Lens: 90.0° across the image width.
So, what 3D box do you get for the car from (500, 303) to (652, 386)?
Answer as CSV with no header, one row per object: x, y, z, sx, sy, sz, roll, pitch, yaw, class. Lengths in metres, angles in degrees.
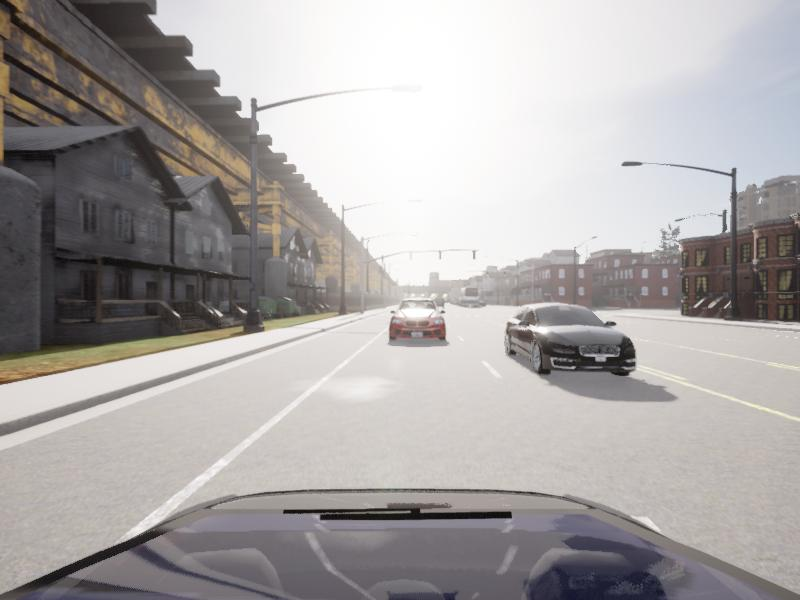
3.876,0.841,9.882,1.837,1.490,4.892,0,0,3,car

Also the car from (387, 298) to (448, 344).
0.759,0.750,16.859,2.242,1.667,4.611,0,0,3,car

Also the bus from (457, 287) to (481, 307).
15.182,-0.565,88.719,3.944,4.253,10.273,0,0,3,bus
